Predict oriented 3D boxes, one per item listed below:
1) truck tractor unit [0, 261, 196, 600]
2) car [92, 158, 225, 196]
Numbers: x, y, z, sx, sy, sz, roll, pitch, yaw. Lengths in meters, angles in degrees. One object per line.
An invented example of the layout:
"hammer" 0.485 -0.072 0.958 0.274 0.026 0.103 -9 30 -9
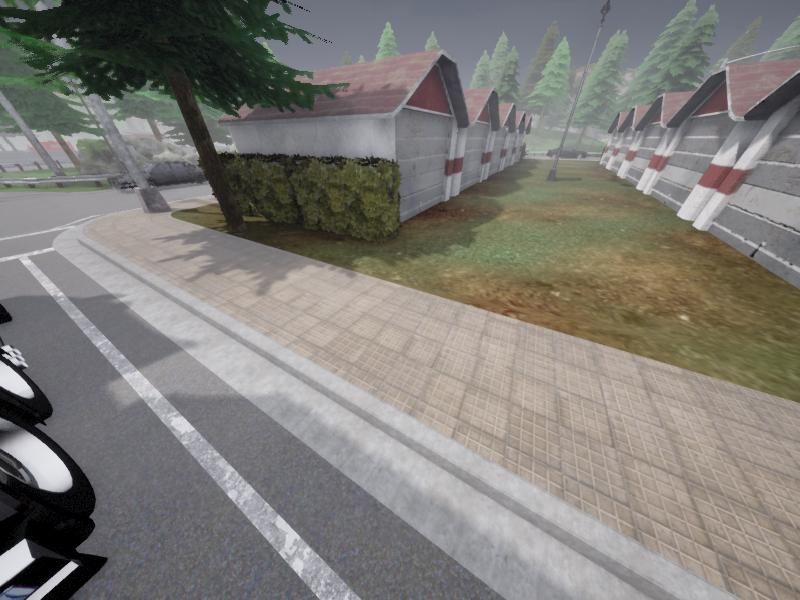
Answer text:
"truck tractor unit" -5.107 -0.305 0.785 6.516 4.208 3.053 19 39 24
"car" -14.724 -7.918 14.587 2.033 1.411 5.357 18 39 24
